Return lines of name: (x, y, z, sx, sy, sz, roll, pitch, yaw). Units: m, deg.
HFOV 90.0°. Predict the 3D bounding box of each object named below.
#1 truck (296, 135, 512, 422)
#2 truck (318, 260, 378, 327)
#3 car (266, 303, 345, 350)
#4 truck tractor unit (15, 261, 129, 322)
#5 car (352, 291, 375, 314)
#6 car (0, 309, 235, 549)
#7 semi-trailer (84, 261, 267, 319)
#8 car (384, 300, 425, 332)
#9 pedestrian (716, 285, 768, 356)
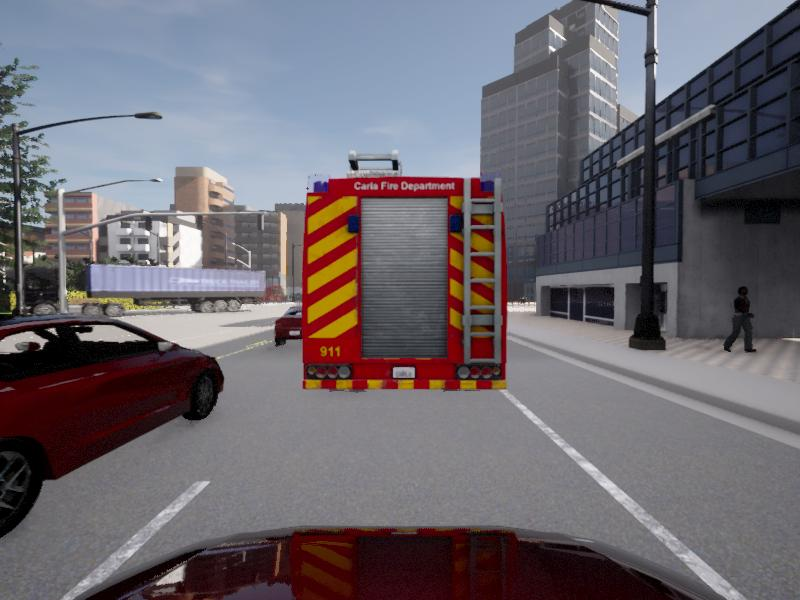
truck: (0.105, -0.297, 9.585, 2.891, 3.827, 8.468, 0, 0, 1)
truck: (-3.233, -0.461, 27.386, 2.891, 3.827, 8.468, 0, 1, 1)
car: (-3.354, 0.882, 15.156, 1.812, 1.442, 4.674, 0, 0, 1)
truck tractor unit: (-25.222, -0.683, 30.995, 6.516, 4.208, 3.053, -1, 2, -45)
car: (-3.561, 0.195, 39.084, 2.150, 2.045, 5.566, 0, 2, -5)
car: (-3.461, 0.864, 4.057, 1.816, 1.474, 4.193, 0, 0, 1)
semi-trailer: (-19.572, -0.935, 36.535, 14.254, 4.402, 2.717, -2, 2, -44)
car: (0.234, 0.778, 22.285, 2.038, 1.542, 4.974, 0, 0, 1)
pedestrian: (9.327, 0.524, 10.937, 0.751, 1.860, 0.751, 0, 1, -11)
